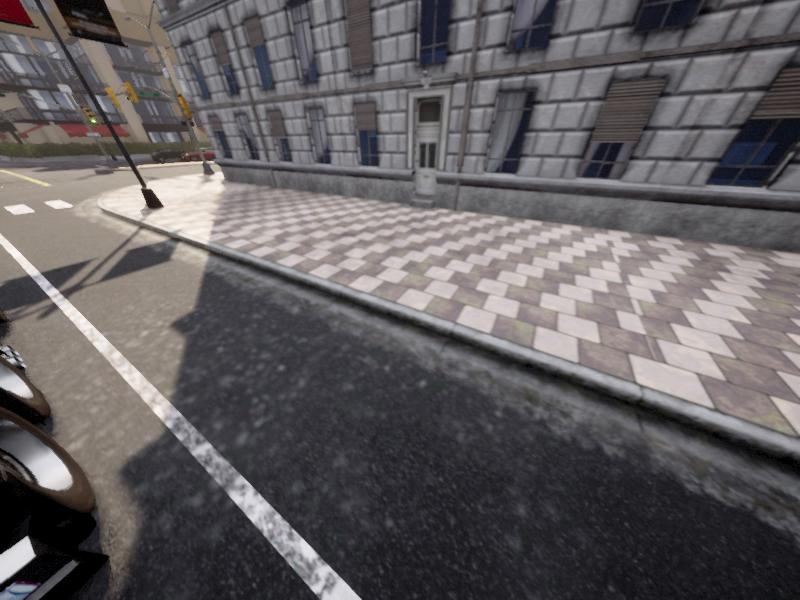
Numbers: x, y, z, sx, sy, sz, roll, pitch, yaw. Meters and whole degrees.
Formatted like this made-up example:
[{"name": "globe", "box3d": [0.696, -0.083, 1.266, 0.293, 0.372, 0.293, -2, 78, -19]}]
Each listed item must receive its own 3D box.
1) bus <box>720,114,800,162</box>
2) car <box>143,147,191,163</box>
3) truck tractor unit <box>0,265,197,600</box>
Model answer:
[{"name": "bus", "box3d": [44.479, -17.580, 25.156, 3.944, 4.253, 10.273, -24, 41, -31]}, {"name": "car", "box3d": [-29.970, -18.808, 29.905, 1.789, 1.549, 3.705, 18, 39, 24]}, {"name": "truck tractor unit", "box3d": [-5.112, -0.300, 0.776, 6.516, 4.208, 3.053, 18, 39, 24]}]
